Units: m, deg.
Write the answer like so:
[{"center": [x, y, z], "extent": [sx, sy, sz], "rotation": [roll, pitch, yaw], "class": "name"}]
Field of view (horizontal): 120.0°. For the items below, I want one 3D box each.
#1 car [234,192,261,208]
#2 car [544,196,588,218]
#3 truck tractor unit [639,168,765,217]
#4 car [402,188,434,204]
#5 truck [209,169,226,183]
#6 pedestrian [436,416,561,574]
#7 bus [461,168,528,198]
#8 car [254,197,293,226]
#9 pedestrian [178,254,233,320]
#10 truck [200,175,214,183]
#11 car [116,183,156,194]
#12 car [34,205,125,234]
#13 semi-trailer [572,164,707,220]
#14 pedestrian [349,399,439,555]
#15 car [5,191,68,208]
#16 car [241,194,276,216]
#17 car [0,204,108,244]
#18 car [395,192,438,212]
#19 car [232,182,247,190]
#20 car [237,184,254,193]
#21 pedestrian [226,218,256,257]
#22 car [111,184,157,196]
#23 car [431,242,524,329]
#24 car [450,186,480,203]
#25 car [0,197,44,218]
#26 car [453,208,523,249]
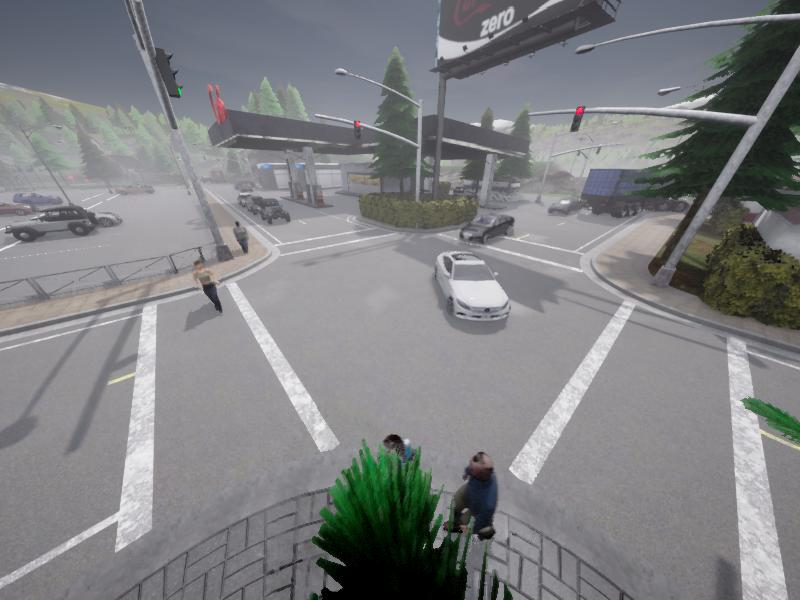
[{"center": [-19.994, -13.111, 30.230], "extent": [1.970, 1.475, 3.806], "rotation": [-22, 37, -33], "class": "car"}, {"center": [17.607, -9.963, 24.474], "extent": [5.357, 1.411, 2.033], "rotation": [-24, 38, -35], "class": "car"}, {"center": [31.927, -11.806, 25.117], "extent": [6.516, 4.208, 3.053], "rotation": [12, 32, 18], "class": "truck tractor unit"}, {"center": [2.620, -15.713, 34.677], "extent": [2.242, 1.667, 4.611], "rotation": [-23, 37, -34], "class": "car"}, {"center": [-59.988, -40.844, 75.915], "extent": [2.891, 3.827, 8.468], "rotation": [-22, 37, -33], "class": "truck"}, {"center": [0.897, 2.241, 2.604], "extent": [0.751, 1.860, 0.751], "rotation": [1, 30, 1], "class": "pedestrian"}, {"center": [16.718, -21.582, 42.125], "extent": [3.944, 4.253, 10.273], "rotation": [-22, 37, -33], "class": "bus"}, {"center": [-11.869, -8.361, 21.588], "extent": [1.905, 1.878, 3.866], "rotation": [-22, 37, -33], "class": "car"}, {"center": [-6.167, -0.426, 7.442], "extent": [0.751, 1.860, 0.751], "rotation": [-18, 35, -29], "class": "pedestrian"}, {"center": [-61.814, -38.726, 73.974], "extent": [2.390, 2.098, 6.274], "rotation": [-23, 37, -34], "class": "truck"}, {"center": [-49.532, -20.953, 43.472], "extent": [4.514, 1.523, 2.007], "rotation": [-23, 37, -34], "class": "car"}, {"center": [-25.501, -6.610, 18.671], "extent": [3.806, 1.475, 1.970], "rotation": [-23, 37, -34], "class": "car"}, {"center": [24.597, -11.207, 23.640], "extent": [14.254, 4.402, 2.717], "rotation": [-11, 32, -20], "class": "semi-trailer"}, {"center": [-0.028, 2.127, 2.721], "extent": [0.751, 1.860, 0.751], "rotation": [2, 30, 4], "class": "pedestrian"}, {"center": [-45.788, -12.777, 29.270], "extent": [3.633, 1.501, 1.845], "rotation": [-23, 37, -34], "class": "car"}, {"center": [-15.972, -10.737, 25.967], "extent": [2.033, 1.649, 4.856], "rotation": [-22, 37, -33], "class": "car"}, {"center": [-23.841, -5.383, 15.979], "extent": [3.866, 1.878, 1.905], "rotation": [-23, 37, -34], "class": "car"}, {"center": [1.920, -11.938, 28.004], "extent": [4.611, 1.667, 2.242], "rotation": [18, 35, 28], "class": "car"}, {"center": [-36.296, -25.753, 52.127], "extent": [1.816, 1.474, 4.193], "rotation": [-22, 37, -33], "class": "car"}, {"center": [-31.737, -22.945, 47.371], "extent": [1.994, 1.385, 4.181], "rotation": [-22, 37, -34], "class": "car"}, {"center": [-8.708, -3.452, 12.713], "extent": [0.751, 1.860, 0.751], "rotation": [-24, 38, -35], "class": "pedestrian"}, {"center": [-47.482, -19.774, 41.410], "extent": [5.027, 1.636, 2.152], "rotation": [-23, 37, -34], "class": "car"}, {"center": [2.523, -0.894, 8.913], "extent": [1.812, 1.442, 4.674], "rotation": [0, 30, -2], "class": "car"}, {"center": [9.747, -16.005, 34.849], "extent": [1.905, 1.878, 3.866], "rotation": [-23, 37, -34], "class": "car"}, {"center": [-39.420, -8.945, 22.590], "extent": [4.514, 1.523, 2.007], "rotation": [-23, 37, -34], "class": "car"}, {"center": [6.173, -5.164, 16.170], "extent": [4.902, 1.511, 2.128], "rotation": [-25, 38, -32], "class": "car"}]
